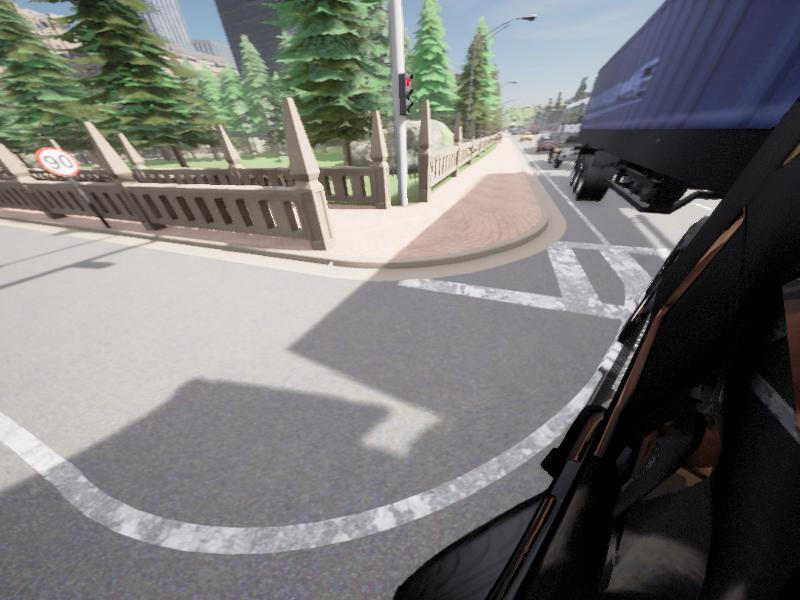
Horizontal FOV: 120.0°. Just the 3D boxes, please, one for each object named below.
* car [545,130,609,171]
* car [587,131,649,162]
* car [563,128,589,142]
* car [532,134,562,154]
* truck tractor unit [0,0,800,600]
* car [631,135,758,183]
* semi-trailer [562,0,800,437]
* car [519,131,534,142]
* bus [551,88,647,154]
[{"bbox_3d":[11.030,-9.686,14.823,1.932,1.855,4.605,10,38,18],"label":"car"},{"bbox_3d":[15.754,-11.374,17.039,1.851,1.617,3.988,10,38,18],"label":"car"},{"bbox_3d":[29.157,-27.528,38.530,2.152,1.651,5.027,10,38,18],"label":"car"},{"bbox_3d":[15.011,-16.112,23.786,1.845,1.501,3.633,10,38,18],"label":"car"},{"bbox_3d":[2.645,-0.295,0.351,6.516,4.208,3.053,-28,44,-30],"label":"truck tractor unit"},{"bbox_3d":[12.815,-6.479,10.500,1.845,1.501,3.633,10,37,18],"label":"car"},{"bbox_3d":[6.741,-4.397,5.577,2.717,4.402,14.254,14,39,22],"label":"semi-trailer"},{"bbox_3d":[24.070,-31.099,43.966,1.801,1.575,5.366,10,38,18],"label":"car"},{"bbox_3d":[19.085,-17.843,23.542,3.944,4.253,10.273,10,37,18],"label":"bus"}]
